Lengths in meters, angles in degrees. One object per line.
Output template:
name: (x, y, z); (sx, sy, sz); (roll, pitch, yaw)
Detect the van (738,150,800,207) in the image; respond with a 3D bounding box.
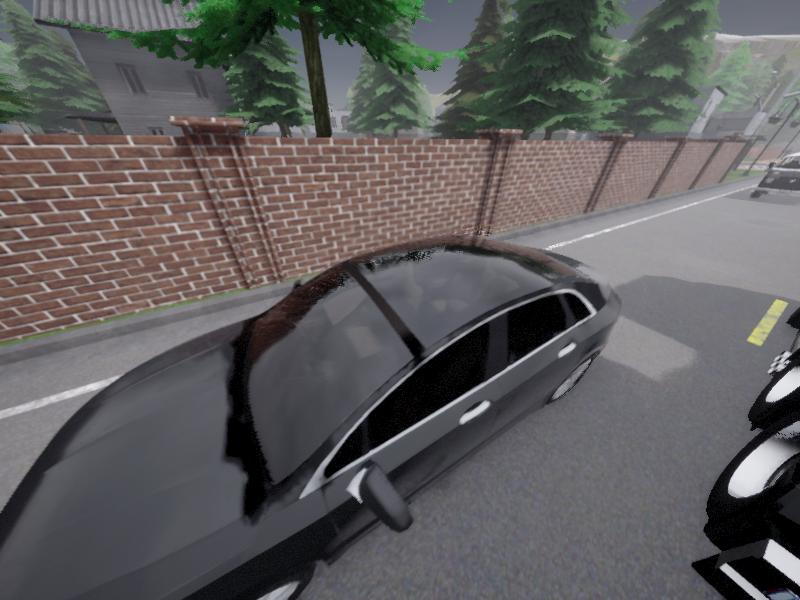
van: (19.232, -5.912, 11.054); (4.480, 2.038, 2.069); (-17, 39, -25)

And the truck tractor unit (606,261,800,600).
truck tractor unit: (5.107, -0.295, 0.849); (6.516, 4.208, 3.053); (-18, 37, -25)

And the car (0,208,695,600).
car: (0.071, 0.399, 2.152); (4.892, 1.490, 1.837); (-18, 39, -24)

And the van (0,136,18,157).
van: (-48.550, -17.875, 26.911); (2.069, 2.038, 4.480); (-18, 39, -25)
